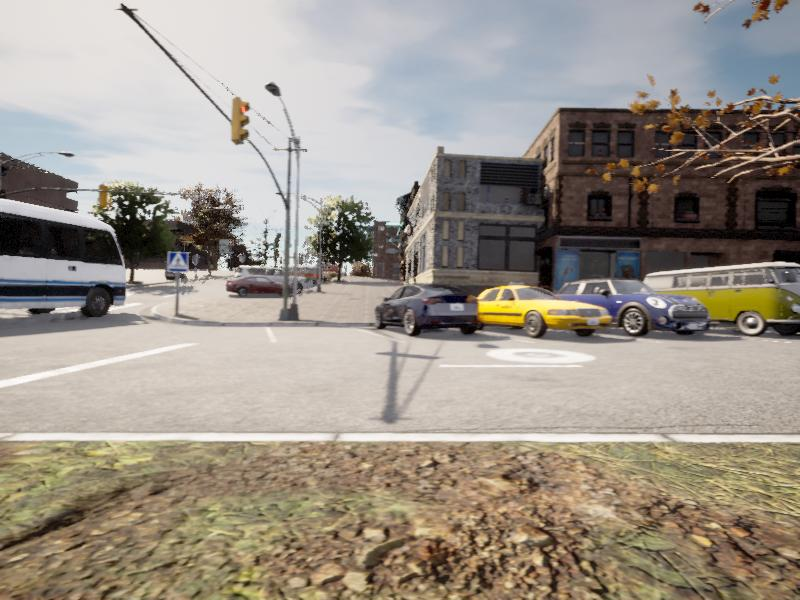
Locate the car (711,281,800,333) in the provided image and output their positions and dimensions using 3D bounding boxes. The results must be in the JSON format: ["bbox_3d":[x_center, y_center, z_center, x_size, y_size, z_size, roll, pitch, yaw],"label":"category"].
[{"bbox_3d":[12.710,0.224,12.001,2.231,1.521,4.892,1,-1,-18],"label":"car"}]

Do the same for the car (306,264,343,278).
[{"bbox_3d":[-12.749,-4.950,67.325,5.566,2.045,2.435,1,6,-25],"label":"car"}]

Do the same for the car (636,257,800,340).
[{"bbox_3d":[9.730,-0.004,11.983,1.878,1.987,4.442,1,-1,-19],"label":"car"}]

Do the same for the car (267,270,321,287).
[{"bbox_3d":[-10.680,-2.167,40.350,4.892,1.521,2.231,1,5,-24],"label":"car"}]

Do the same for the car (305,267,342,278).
[{"bbox_3d":[-12.316,-4.420,64.438,5.366,1.575,1.946,1,5,-25],"label":"car"}]

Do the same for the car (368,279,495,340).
[{"bbox_3d":[0.677,0.261,12.444,2.163,1.488,4.792,0,-1,-20],"label":"car"}]

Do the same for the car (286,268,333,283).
[{"bbox_3d":[-11.156,-3.013,49.438,5.366,1.575,1.946,1,5,-24],"label":"car"}]

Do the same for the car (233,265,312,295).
[{"bbox_3d":[-9.987,-1.576,31.340,5.566,2.045,2.435,1,5,-24],"label":"car"}]

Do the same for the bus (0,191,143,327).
[{"bbox_3d":[-14.448,-1.377,13.237,3.944,4.253,10.273,3,1,10],"label":"bus"}]

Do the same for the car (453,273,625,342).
[{"bbox_3d":[3.712,0.219,12.047,1.946,1.575,5.366,1,-1,-19],"label":"car"}]

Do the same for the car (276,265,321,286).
[{"bbox_3d":[-10.982,-2.674,43.279,4.442,1.987,1.878,1,6,-24],"label":"car"}]

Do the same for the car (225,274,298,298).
[{"bbox_3d":[-9.800,-1.005,28.352,4.674,1.452,2.002,1,5,-24],"label":"car"}]

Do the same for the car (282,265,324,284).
[{"bbox_3d":[-11.202,-2.956,46.287,4.442,1.987,1.878,1,6,-24],"label":"car"}]

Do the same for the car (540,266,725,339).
[{"bbox_3d":[6.662,0.099,12.197,2.185,1.767,4.553,1,-1,-19],"label":"car"}]
